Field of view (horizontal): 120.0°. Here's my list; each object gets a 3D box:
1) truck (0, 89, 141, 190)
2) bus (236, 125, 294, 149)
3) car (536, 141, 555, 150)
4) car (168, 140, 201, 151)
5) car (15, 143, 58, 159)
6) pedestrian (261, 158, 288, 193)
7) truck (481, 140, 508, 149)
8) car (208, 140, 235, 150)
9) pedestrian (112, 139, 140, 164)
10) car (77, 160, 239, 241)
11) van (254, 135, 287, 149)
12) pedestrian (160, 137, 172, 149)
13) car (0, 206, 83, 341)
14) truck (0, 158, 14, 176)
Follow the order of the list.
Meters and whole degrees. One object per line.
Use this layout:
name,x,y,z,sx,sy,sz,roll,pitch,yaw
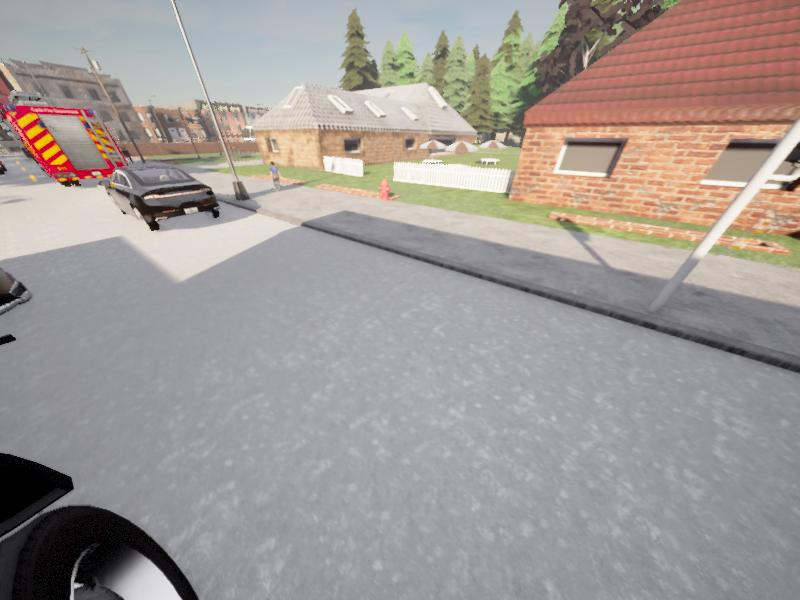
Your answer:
truck,-19.478,-9.168,13.427,8.468,3.827,2.891,22,41,28
bus,-31.331,-38.358,54.406,3.944,4.253,10.273,22,41,28
car,39.395,-41.938,62.635,3.866,1.878,1.905,22,40,28
car,-40.964,-29.536,44.075,1.851,1.617,3.988,22,41,28
car,-42.678,-17.536,27.126,3.806,1.475,1.970,21,40,27
pedestrian,-5.824,-5.808,10.757,0.751,1.300,0.751,-16,38,-22
truck,26.818,-44.303,65.668,6.274,2.098,2.390,22,40,28
car,-37.314,-32.485,48.367,1.845,1.501,3.633,22,41,28
pedestrian,-24.666,-13.368,20.826,0.751,1.860,0.751,-21,40,-27
car,-7.811,-3.475,7.460,4.902,1.511,2.128,22,40,28
van,-29.000,-35.677,52.106,1.988,2.561,5.915,22,41,28
pedestrian,-45.657,-30.599,45.095,0.751,1.860,0.751,27,43,32
car,-7.769,0.071,2.427,4.902,1.511,2.128,-4,35,-6
truck,-29.042,-9.686,15.245,5.204,2.467,2.627,22,40,28
